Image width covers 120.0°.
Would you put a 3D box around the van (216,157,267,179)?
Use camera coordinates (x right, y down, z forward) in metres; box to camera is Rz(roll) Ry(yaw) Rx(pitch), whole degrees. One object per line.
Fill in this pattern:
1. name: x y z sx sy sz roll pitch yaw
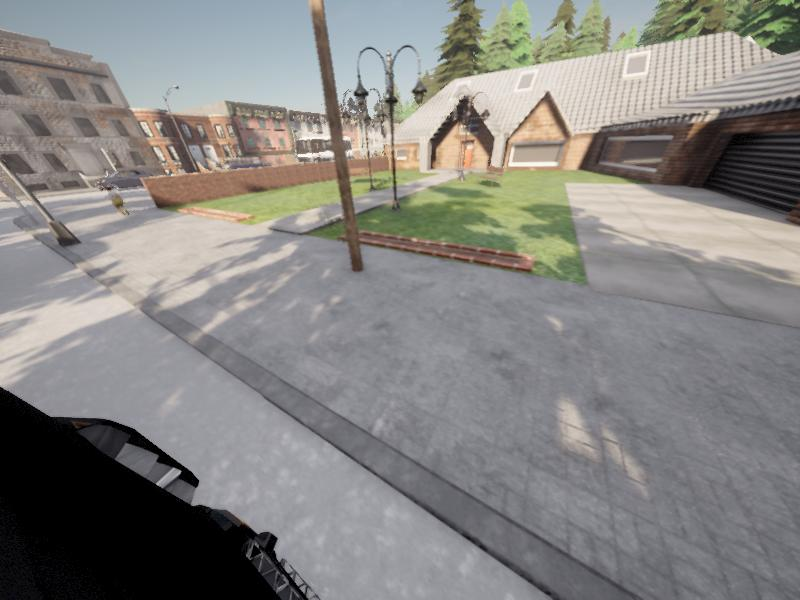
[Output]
1. van: -19.197 -16.218 28.220 1.775 1.987 4.442 16 37 26

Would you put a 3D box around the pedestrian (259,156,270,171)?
1. pedestrian: -21.102 -21.250 35.978 0.751 1.860 0.751 13 36 23

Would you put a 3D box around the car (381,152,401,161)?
1. car: -2.022 -33.075 53.102 2.163 1.488 4.792 16 38 26

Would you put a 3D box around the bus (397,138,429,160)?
1. bus: 3.502 -39.458 60.288 3.944 4.253 10.273 16 38 26

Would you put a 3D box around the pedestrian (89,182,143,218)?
1. pedestrian: -12.361 -4.380 10.103 0.751 1.300 0.751 5 34 12

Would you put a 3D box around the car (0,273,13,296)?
1. car: -10.294 -0.856 4.568 3.988 1.617 1.851 16 37 26

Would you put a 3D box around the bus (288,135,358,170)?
1. bus: -12.019 -24.219 37.823 3.944 4.253 10.273 16 37 26

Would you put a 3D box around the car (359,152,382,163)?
1. car: -5.986 -29.207 47.328 2.242 1.667 4.611 16 37 26

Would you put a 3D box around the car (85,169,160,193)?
1. car: -24.491 -10.676 20.578 1.845 1.501 3.633 15 37 24

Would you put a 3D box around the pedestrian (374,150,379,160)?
1. pedestrian: -5.637 -34.268 54.594 0.751 1.860 0.751 -26 40 -31
